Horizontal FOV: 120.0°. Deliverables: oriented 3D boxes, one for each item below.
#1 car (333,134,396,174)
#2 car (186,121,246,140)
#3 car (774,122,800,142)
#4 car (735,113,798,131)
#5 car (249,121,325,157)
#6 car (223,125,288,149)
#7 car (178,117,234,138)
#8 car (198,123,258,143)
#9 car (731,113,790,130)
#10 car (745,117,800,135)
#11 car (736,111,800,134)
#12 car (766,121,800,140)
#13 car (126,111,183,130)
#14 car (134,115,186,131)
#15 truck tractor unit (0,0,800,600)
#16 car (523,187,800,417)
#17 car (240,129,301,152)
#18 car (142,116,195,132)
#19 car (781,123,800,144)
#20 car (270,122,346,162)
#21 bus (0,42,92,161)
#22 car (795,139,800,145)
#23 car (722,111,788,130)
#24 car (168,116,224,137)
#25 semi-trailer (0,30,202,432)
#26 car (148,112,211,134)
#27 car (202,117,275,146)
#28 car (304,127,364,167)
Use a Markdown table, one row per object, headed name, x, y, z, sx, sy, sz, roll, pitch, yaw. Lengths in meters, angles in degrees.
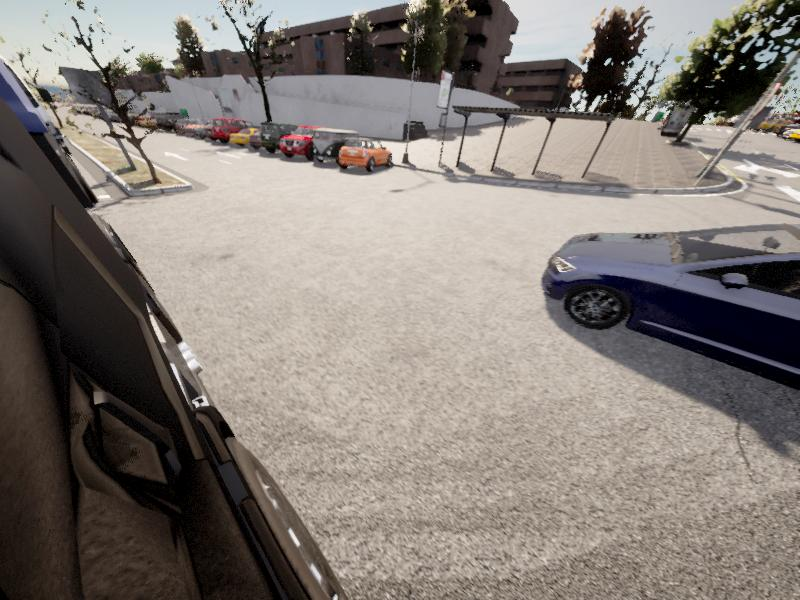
| name | x | y | z | sx | sy | sz | roll | pitch | yaw |
| --- | --- | --- | --- | --- | --- | --- | --- | --- | --- |
| car | -2.072 | -9.639 | 15.107 | 2.185 | 1.767 | 4.553 | 14 | 37 | 13 |
| car | -20.862 | -19.373 | 26.541 | 2.231 | 1.521 | 4.892 | 14 | 37 | 12 |
| car | 44.638 | -17.795 | 24.672 | 4.674 | 1.452 | 2.002 | 14 | 44 | 12 |
| car | 55.867 | -27.233 | 35.359 | 4.553 | 1.767 | 2.185 | 14 | 43 | 12 |
| car | -9.073 | -13.485 | 19.368 | 2.435 | 2.045 | 5.566 | 14 | 37 | 13 |
| car | -13.746 | -15.819 | 22.462 | 1.946 | 1.575 | 5.366 | 14 | 37 | 13 |
| car | -23.202 | -20.706 | 27.893 | 2.185 | 1.767 | 4.553 | 14 | 37 | 12 |
| car | -18.510 | -18.148 | 25.172 | 2.163 | 1.488 | 4.792 | 14 | 37 | 13 |
| car | 57.759 | -28.745 | 37.171 | 4.553 | 1.767 | 2.185 | 14 | 41 | 11 |
| car | 52.328 | -23.965 | 31.772 | 5.366 | 1.575 | 1.946 | 14 | 43 | 12 |
| car | 54.001 | -25.751 | 33.450 | 5.566 | 2.045 | 2.435 | 14 | 44 | 12 |
| car | 46.521 | -19.344 | 26.468 | 4.674 | 1.452 | 2.002 | 14 | 43 | 12 |
| car | -39.704 | -29.229 | 37.654 | 2.435 | 2.045 | 5.566 | 14 | 37 | 12 |
| car | -37.415 | -27.742 | 36.260 | 1.946 | 1.575 | 5.366 | 14 | 37 | 12 |
| truck tractor unit | -2.645 | -0.295 | 0.352 | 6.516 | 4.208 | 3.053 | 28 | 44 | 30 |
| car | 4.109 | -0.063 | 2.640 | 4.193 | 1.474 | 1.816 | 28 | 44 | 31 |
| car | -11.456 | -14.459 | 20.929 | 2.002 | 1.452 | 4.674 | 14 | 37 | 13 |
| car | -34.950 | -26.741 | 35.138 | 1.946 | 1.575 | 5.366 | 13 | 37 | 13 |
| car | 42.917 | -16.246 | 22.819 | 5.366 | 1.575 | 1.946 | 14 | 43 | 13 |
| car | -6.733 | -12.221 | 17.901 | 2.435 | 2.045 | 5.566 | 14 | 37 | 12 |
| bus | -21.984 | -10.678 | 12.499 | 10.273 | 4.253 | 3.944 | 28 | 43 | 28 |
| car | 40.741 | -14.943 | 20.947 | 4.442 | 1.987 | 1.878 | 15 | 44 | 13 |
| car | 59.525 | -30.299 | 38.957 | 5.566 | 2.045 | 2.435 | 15 | 39 | 11 |
| car | -25.585 | -21.887 | 29.251 | 2.185 | 1.767 | 4.553 | 14 | 37 | 13 |
| semi-trailer | -8.715 | -3.621 | 4.169 | 14.254 | 4.402 | 2.717 | 28 | 43 | 29 |
| car | -30.275 | -24.444 | 32.045 | 2.435 | 2.045 | 5.566 | 13 | 37 | 13 |
| car | -16.135 | -17.155 | 23.600 | 2.435 | 2.045 | 5.566 | 14 | 37 | 13 |
| car | -4.421 | -10.918 | 16.422 | 1.878 | 1.987 | 4.442 | 14 | 37 | 13 |
